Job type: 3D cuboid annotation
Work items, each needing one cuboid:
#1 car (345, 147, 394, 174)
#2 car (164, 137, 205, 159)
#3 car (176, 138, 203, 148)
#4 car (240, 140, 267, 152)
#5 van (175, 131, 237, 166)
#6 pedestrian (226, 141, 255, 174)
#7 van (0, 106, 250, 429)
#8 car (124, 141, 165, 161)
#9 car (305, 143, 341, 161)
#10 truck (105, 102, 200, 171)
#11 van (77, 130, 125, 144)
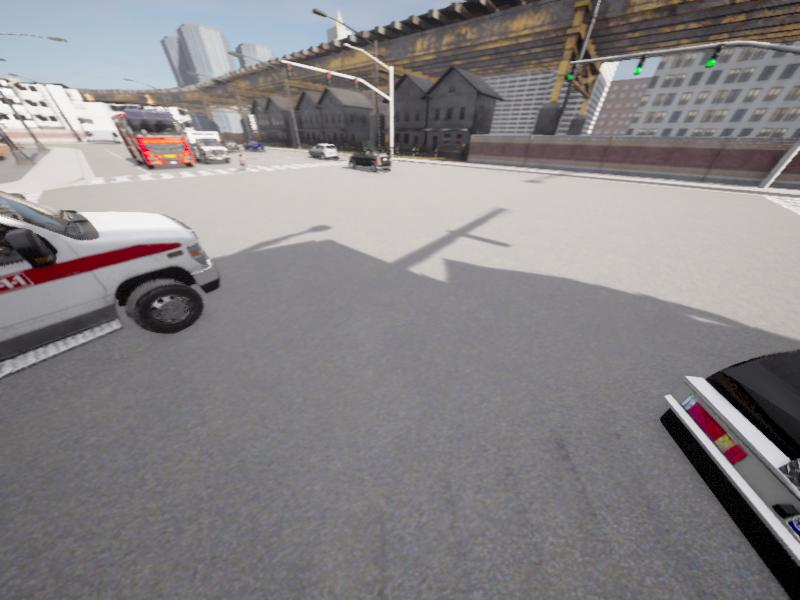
[{"bbox_3d":[-2.412,-11.141,18.281,3.705,1.549,1.789,27,43,32],"label":"car"},{"bbox_3d":[-24.136,-17.065,25.875,4.605,1.855,1.932,27,43,32],"label":"car"},{"bbox_3d":[-41.245,-30.817,45.222,4.892,1.490,1.837,20,39,24],"label":"car"},{"bbox_3d":[-23.314,-24.512,36.776,4.674,1.442,1.812,27,43,32],"label":"car"},{"bbox_3d":[-18.192,-14.279,21.602,6.366,2.431,2.351,28,43,32],"label":"van"},{"bbox_3d":[-10.985,-9.854,15.969,0.751,1.860,0.751,11,37,14],"label":"pedestrian"},{"bbox_3d":[-5.210,0.220,1.435,2.351,2.431,6.366,23,41,28],"label":"van"},{"bbox_3d":[-26.197,-15.283,23.647,4.892,1.490,1.837,27,43,32],"label":"car"},{"bbox_3d":[-8.874,-17.107,26.622,3.806,1.475,1.970,27,43,32],"label":"car"},{"bbox_3d":[-20.098,-13.106,18.697,8.468,3.827,2.891,27,43,32],"label":"truck"},{"bbox_3d":[-66.412,-36.318,51.484,5.915,2.561,1.988,-6,36,-9],"label":"van"}]
